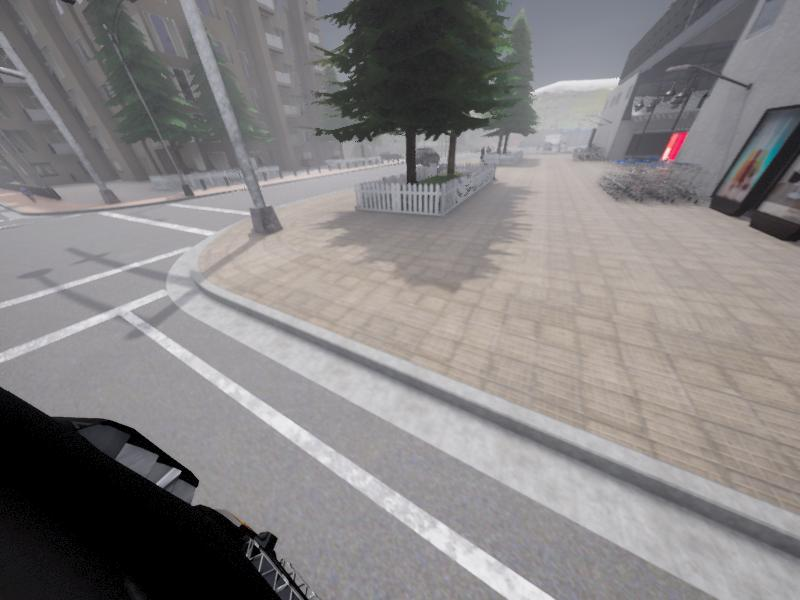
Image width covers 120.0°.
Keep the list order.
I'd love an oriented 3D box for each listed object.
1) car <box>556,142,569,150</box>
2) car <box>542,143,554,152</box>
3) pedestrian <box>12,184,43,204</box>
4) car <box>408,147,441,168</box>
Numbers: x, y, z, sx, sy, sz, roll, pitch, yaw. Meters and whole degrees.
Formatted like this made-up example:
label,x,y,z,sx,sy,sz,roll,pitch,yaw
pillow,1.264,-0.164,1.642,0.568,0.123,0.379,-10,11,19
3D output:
label,x,y,z,sx,sy,sz,roll,pitch,yaw
car,37.919,-36.045,53.986,1.970,1.475,3.806,14,37,24
car,31.829,-32.980,49.806,1.845,1.501,3.633,14,37,24
pedestrian,-23.767,-6.777,14.757,0.500,1.100,0.500,14,37,24
car,3.247,-18.230,29.464,2.150,2.045,5.566,14,37,24
